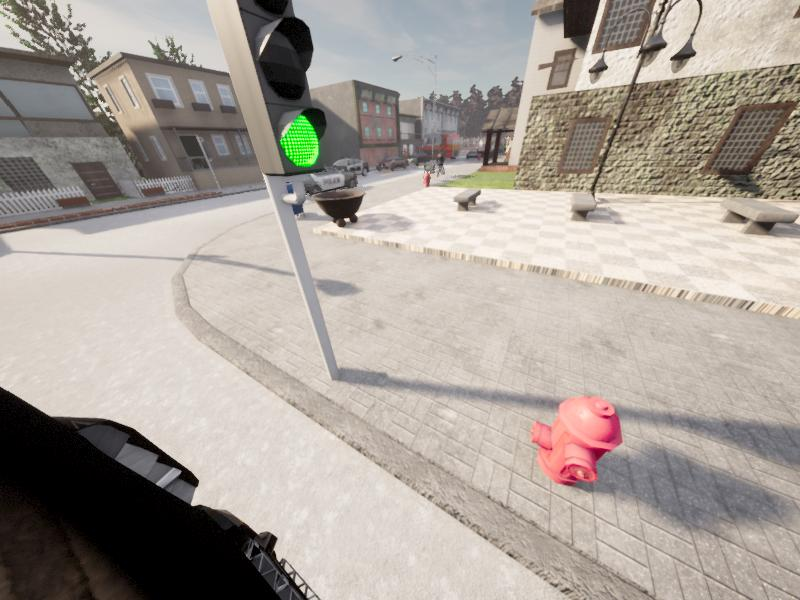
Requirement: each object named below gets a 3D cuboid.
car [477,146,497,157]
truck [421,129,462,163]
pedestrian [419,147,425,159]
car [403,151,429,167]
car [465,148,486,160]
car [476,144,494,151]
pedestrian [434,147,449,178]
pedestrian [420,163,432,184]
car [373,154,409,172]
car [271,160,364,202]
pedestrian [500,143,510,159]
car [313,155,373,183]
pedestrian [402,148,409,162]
[{"bbox_3d":[16.228,-27.562,42.906,2.033,1.411,5.357,16,38,26],"label":"car"},{"bbox_3d":[6.438,-23.427,35.234,2.891,3.827,8.468,16,38,26],"label":"truck"},{"bbox_3d":[3.814,-25.864,40.641,0.751,1.860,0.751,14,37,24],"label":"pedestrian"},{"bbox_3d":[2.165,-18.259,29.835,1.789,1.549,3.705,16,38,26],"label":"car"},{"bbox_3d":[12.237,-23.648,37.345,1.994,1.385,4.181,16,38,26],"label":"car"},{"bbox_3d":[25.593,-45.919,69.690,4.514,1.525,2.007,16,38,26],"label":"car"},{"bbox_3d":[3.004,-9.985,16.815,0.751,1.860,0.751,20,40,30],"label":"pedestrian"},{"bbox_3d":[1.633,-7.953,14.535,0.500,1.100,0.500,-26,40,-30],"label":"pedestrian"},{"bbox_3d":[-0.880,-15.222,25.666,1.994,1.385,4.181,16,38,26],"label":"car"},{"bbox_3d":[-4.586,-7.271,13.845,2.038,1.542,4.974,16,38,26],"label":"car"},{"bbox_3d":[14.124,-20.107,31.197,0.751,1.860,0.751,17,38,27],"label":"pedestrian"},{"bbox_3d":[-4.783,-11.610,20.282,1.930,1.638,5.238,15,38,25],"label":"car"},{"bbox_3d":[0.855,-22.955,36.490,0.751,1.860,0.751,11,36,20],"label":"pedestrian"}]
